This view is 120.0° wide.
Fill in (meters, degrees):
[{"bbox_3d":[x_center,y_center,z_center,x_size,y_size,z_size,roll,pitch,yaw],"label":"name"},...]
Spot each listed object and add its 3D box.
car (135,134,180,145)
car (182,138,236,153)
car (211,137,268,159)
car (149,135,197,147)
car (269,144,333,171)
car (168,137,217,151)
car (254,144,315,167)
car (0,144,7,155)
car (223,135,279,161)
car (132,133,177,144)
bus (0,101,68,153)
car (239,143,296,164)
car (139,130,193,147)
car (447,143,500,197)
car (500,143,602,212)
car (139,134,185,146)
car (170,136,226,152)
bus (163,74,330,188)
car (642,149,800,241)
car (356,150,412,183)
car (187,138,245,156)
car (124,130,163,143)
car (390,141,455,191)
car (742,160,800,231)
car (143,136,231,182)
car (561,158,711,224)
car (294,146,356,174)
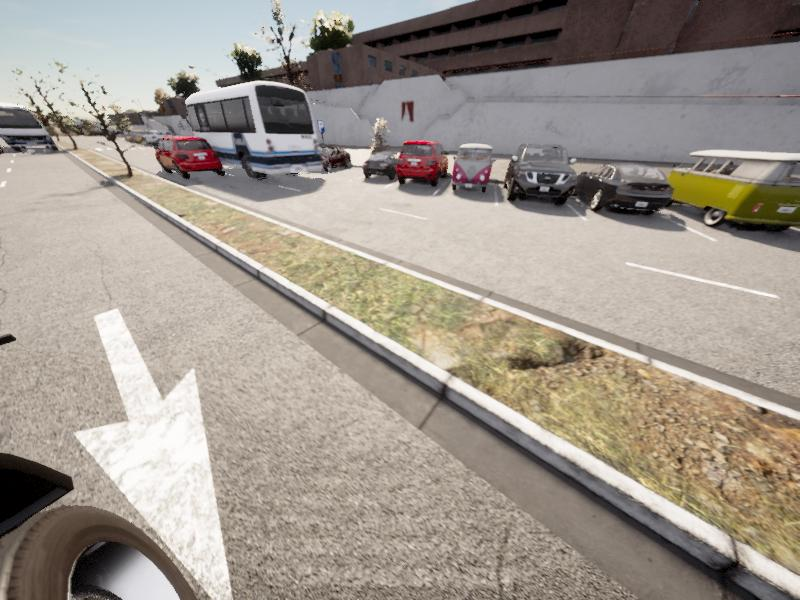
[{"bbox_3d":[-43.276,-28.798,41.404,2.231,1.521,4.892,11,36,14],"label":"car"},{"bbox_3d":[-24.424,-19.943,29.795,2.163,1.488,4.792,12,36,14],"label":"car"},{"bbox_3d":[-17.369,-16.699,25.299,2.185,1.767,4.553,12,36,14],"label":"car"},{"bbox_3d":[-36.196,-25.499,37.032,2.231,1.521,4.892,12,36,13],"label":"car"},{"bbox_3d":[-7.981,-12.103,19.400,1.946,1.575,5.366,12,36,14],"label":"car"},{"bbox_3d":[-29.145,-22.142,32.680,2.002,1.452,4.674,12,36,14],"label":"car"},{"bbox_3d":[-10.284,-13.290,21.057,2.163,1.488,4.792,11,36,14],"label":"car"},{"bbox_3d":[-40.258,-14.837,22.233,4.181,1.385,1.994,25,42,29],"label":"car"},{"bbox_3d":[-15.024,-15.621,23.713,1.878,1.987,4.442,12,36,13],"label":"car"},{"bbox_3d":[-45.573,-30.004,43.014,1.946,1.575,5.366,11,36,14],"label":"car"},{"bbox_3d":[-43.483,-19.846,26.604,10.273,4.253,3.944,25,42,29],"label":"bus"},{"bbox_3d":[-12.651,-14.366,22.498,2.002,1.452,4.674,11,36,14],"label":"car"},{"bbox_3d":[-38.550,-26.824,38.365,2.435,2.045,5.566,11,36,14],"label":"car"},{"bbox_3d":[3.831,-6.894,11.960,1.878,1.987,4.442,11,36,14],"label":"car"},{"bbox_3d":[6.216,-5.884,10.538,2.435,2.045,5.566,11,36,14],"label":"car"},{"bbox_3d":[-40.911,-27.704,39.949,2.097,1.535,5.008,12,36,14],"label":"car"},{"bbox_3d":[-26.840,-20.967,31.059,1.946,1.575,5.366,12,36,13],"label":"car"},{"bbox_3d":[-9.624,-10.285,14.476,10.273,4.253,3.944,25,42,30],"label":"bus"},{"bbox_3d":[10.964,-3.787,7.713,1.878,1.987,4.442,11,36,14],"label":"car"},{"bbox_3d":[-0.861,-8.901,15.156,2.002,1.452,4.674,11,36,14],"label":"car"},{"bbox_3d":[-22.128,-18.738,28.155,1.946,1.575,5.366,12,36,13],"label":"car"},{"bbox_3d":[-50.366,-32.216,45.575,1.878,1.987,4.442,12,36,14],"label":"car"},{"bbox_3d":[1.510,-8.075,13.541,2.435,2.045,5.566,11,36,14],"label":"car"},{"bbox_3d":[13.275,-2.547,6.177,2.185,1.767,4.553,11,36,14],"label":"car"},{"bbox_3d":[-13.346,-8.977,14.452,5.566,2.045,2.150,25,42,29],"label":"car"},{"bbox_3d":[8.568,-4.612,9.224,2.231,1.521,4.892,11,36,14],"label":"car"},{"bbox_3d":[-5.581,-11.068,18.074,2.163,1.488,4.792,12,36,14],"label":"car"}]
